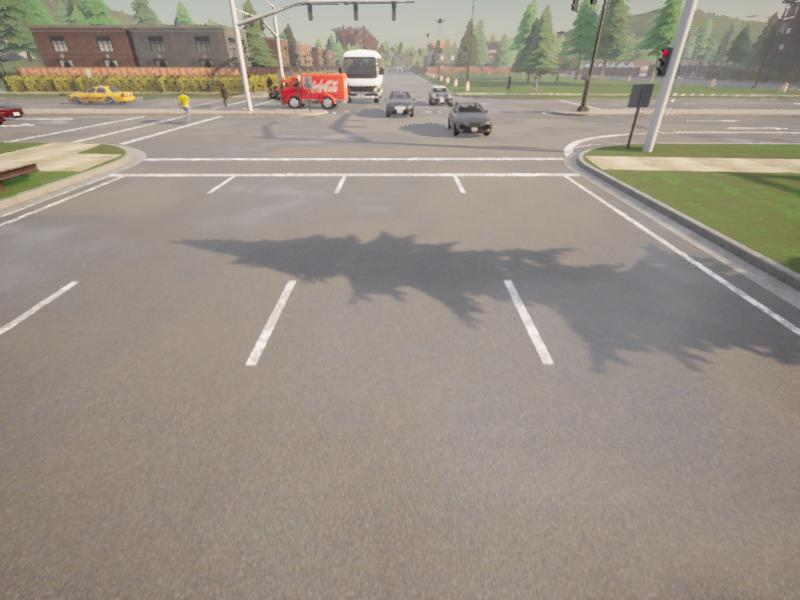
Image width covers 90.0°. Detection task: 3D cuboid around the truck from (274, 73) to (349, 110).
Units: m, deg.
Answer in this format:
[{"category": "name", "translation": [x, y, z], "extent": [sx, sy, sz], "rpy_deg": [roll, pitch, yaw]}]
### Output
[{"category": "truck", "translation": [-6.895, -16.692, 32.024], "extent": [5.204, 2.467, 2.627], "rpy_deg": [0, 30, 1]}]

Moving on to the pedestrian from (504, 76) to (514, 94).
[{"category": "pedestrian", "translation": [12.627, -24.872, 46.256], "extent": [0.751, 1.860, 0.751], "rpy_deg": [3, 31, 6]}]

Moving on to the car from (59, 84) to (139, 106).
[{"category": "car", "translation": [-26.573, -18.180, 35.441], "extent": [5.366, 1.575, 1.801], "rpy_deg": [0, 30, 1]}]

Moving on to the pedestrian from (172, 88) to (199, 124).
[{"category": "pedestrian", "translation": [-12.653, -11.438, 23.615], "extent": [0.751, 1.860, 0.751], "rpy_deg": [-1, 30, -2]}]

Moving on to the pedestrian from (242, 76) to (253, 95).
[{"category": "pedestrian", "translation": [-16.981, -23.822, 44.451], "extent": [0.751, 1.860, 0.751], "rpy_deg": [-6, 31, -10]}]

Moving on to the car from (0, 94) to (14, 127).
[{"category": "car", "translation": [-24.820, -10.598, 22.475], "extent": [3.988, 1.617, 1.851], "rpy_deg": [0, 30, 0]}]

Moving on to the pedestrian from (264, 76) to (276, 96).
[{"category": "pedestrian", "translation": [-13.746, -22.616, 42.332], "extent": [0.751, 1.860, 0.751], "rpy_deg": [-2, 30, -4]}]

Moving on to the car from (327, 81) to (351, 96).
[{"category": "car", "translation": [-7.145, -24.876, 47.090], "extent": [1.994, 1.385, 4.181], "rpy_deg": [1, 30, 2]}]

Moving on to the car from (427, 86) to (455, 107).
[{"category": "car", "translation": [3.490, -17.746, 34.817], "extent": [1.970, 1.475, 3.806], "rpy_deg": [0, 30, 0]}]

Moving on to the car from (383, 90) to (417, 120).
[{"category": "car", "translation": [-0.007, -13.549, 27.618], "extent": [2.128, 1.511, 4.902], "rpy_deg": [0, 30, 0]}]

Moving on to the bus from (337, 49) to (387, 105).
[{"category": "bus", "translation": [-3.393, -22.060, 39.432], "extent": [3.944, 4.253, 10.273], "rpy_deg": [0, 30, 0]}]

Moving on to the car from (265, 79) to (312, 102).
[{"category": "car", "translation": [-10.977, -20.757, 39.544], "extent": [3.866, 1.878, 1.905], "rpy_deg": [-21, 37, -32]}]

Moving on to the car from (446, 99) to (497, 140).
[{"category": "car", "translation": [3.496, -9.306, 20.412], "extent": [1.816, 1.474, 4.193], "rpy_deg": [0, 30, 0]}]

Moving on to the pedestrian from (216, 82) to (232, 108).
[{"category": "pedestrian", "translation": [-14.432, -16.824, 32.809], "extent": [0.751, 1.860, 0.751], "rpy_deg": [-8, 31, -13]}]

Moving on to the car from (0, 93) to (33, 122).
[{"category": "car", "translation": [-27.012, -12.325, 25.547], "extent": [4.792, 1.488, 2.163], "rpy_deg": [0, 30, 0]}]

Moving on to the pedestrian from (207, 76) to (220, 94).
[{"category": "pedestrian", "translation": [-21.478, -24.786, 46.094], "extent": [0.751, 1.860, 0.751], "rpy_deg": [0, 30, 1]}]

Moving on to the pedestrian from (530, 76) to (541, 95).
[{"category": "pedestrian", "translation": [15.450, -24.521, 45.658], "extent": [0.751, 1.860, 0.751], "rpy_deg": [2, 30, 3]}]
